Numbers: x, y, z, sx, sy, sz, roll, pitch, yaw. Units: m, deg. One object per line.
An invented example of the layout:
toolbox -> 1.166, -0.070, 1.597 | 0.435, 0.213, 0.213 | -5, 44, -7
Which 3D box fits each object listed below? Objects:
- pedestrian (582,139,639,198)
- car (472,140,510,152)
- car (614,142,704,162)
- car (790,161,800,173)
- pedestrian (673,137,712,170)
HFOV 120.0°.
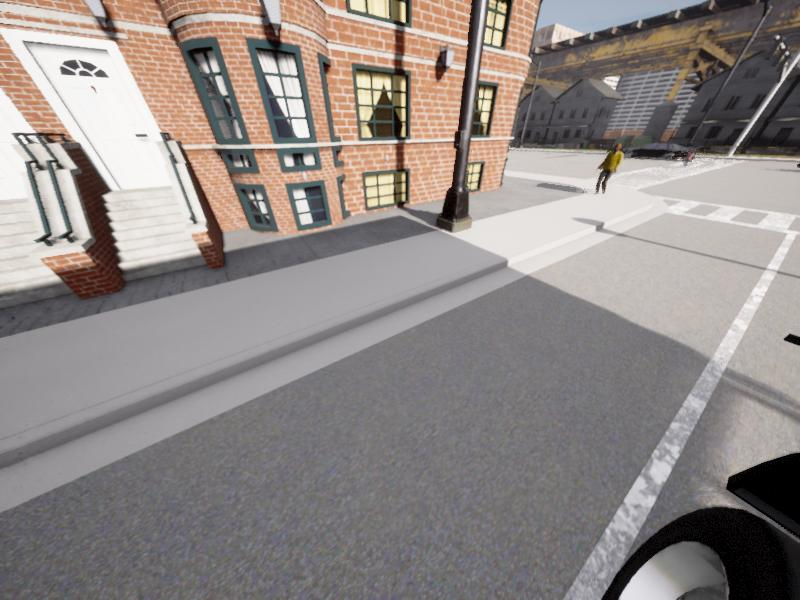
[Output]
pedestrian -> 7.971, -5.017, 8.825 | 0.751, 1.860, 0.751 | -21, 40, -26
car -> 13.956, -23.863, 35.778 | 2.033, 1.411, 5.357 | -21, 40, -25
car -> 24.498, -14.313, 22.186 | 2.033, 1.411, 5.357 | -21, 40, -25
car -> 27.452, -7.842, 13.064 | 2.033, 1.411, 5.357 | -21, 40, -26
pedestrian -> 20.159, -10.120, 15.965 | 0.751, 1.860, 0.751 | -15, 38, -18
